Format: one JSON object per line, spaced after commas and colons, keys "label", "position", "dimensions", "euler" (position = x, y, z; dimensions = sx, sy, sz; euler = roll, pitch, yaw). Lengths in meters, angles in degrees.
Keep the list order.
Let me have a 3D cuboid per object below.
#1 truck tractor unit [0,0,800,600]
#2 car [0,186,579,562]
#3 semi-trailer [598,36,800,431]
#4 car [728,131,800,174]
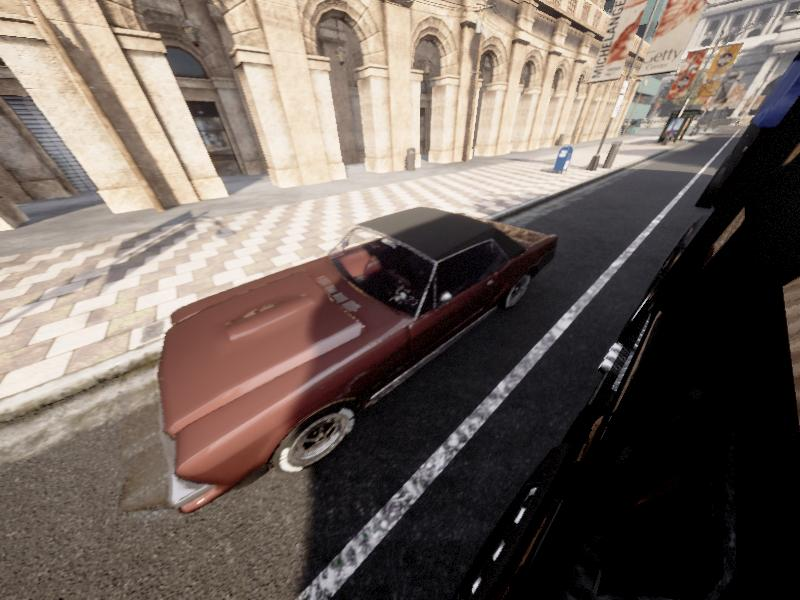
{"label": "truck tractor unit", "position": [2.645, -0.295, 0.351], "dimensions": [6.516, 4.208, 3.053], "euler": [-28, 44, -30]}
{"label": "car", "position": [-0.007, -0.227, 2.865], "dimensions": [4.718, 1.301, 1.895], "euler": [-28, 43, -30]}
{"label": "semi-trailer", "position": [8.704, -3.559, 4.282], "dimensions": [14.254, 4.402, 2.717], "euler": [-28, 43, -30]}
{"label": "car", "position": [18.905, -7.671, 11.817], "dimensions": [4.892, 1.490, 1.837], "euler": [-27, 43, -30]}
